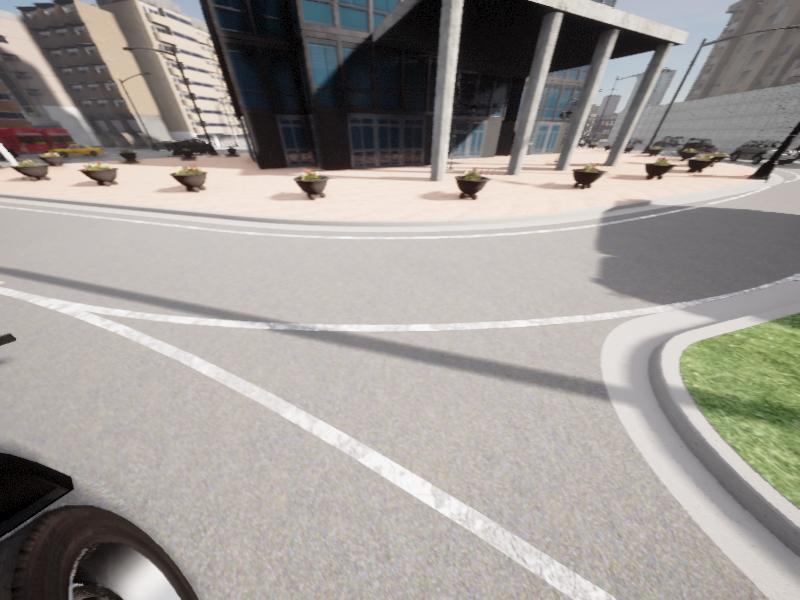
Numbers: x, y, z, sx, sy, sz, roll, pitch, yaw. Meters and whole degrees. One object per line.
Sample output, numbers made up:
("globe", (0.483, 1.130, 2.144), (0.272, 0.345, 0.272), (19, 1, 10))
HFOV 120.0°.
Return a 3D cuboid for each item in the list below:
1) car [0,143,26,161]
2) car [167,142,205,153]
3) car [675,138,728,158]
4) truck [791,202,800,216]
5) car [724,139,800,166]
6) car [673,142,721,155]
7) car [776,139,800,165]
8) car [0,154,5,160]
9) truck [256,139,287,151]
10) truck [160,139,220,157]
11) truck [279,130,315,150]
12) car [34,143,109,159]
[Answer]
("car", (-45.547, -15.835, 24.824), (1.930, 1.638, 5.238), (9, 36, 12))
("car", (-39.707, -28.524, 43.057), (2.033, 1.649, 4.856), (9, 36, 12))
("car", (36.782, -18.762, 28.369), (1.905, 1.878, 3.866), (10, 37, 14))
("truck", (12.375, -2.208, 3.630), (2.891, 3.827, 8.468), (24, 42, 30))
("car", (33.595, -13.739, 21.369), (1.932, 1.855, 4.605), (13, 38, 18))
("car", (42.081, -21.670, 32.931), (1.895, 1.301, 4.718), (10, 37, 13))
("car", (36.729, -12.877, 20.149), (1.905, 1.878, 3.866), (13, 38, 18))
("car", (-48.993, -16.204, 25.335), (1.930, 1.638, 5.238), (8, 36, 11))
("truck", (-29.287, -35.606, 52.898), (2.390, 2.098, 6.274), (9, 36, 12))
("truck", (-31.430, -23.127, 34.933), (2.390, 2.098, 6.274), (9, 36, 12))
("truck", (-24.578, -38.657, 55.796), (2.891, 3.827, 8.468), (9, 36, 12))
("car", (-43.591, -20.055, 30.915), (1.801, 1.575, 5.366), (9, 36, 12))
